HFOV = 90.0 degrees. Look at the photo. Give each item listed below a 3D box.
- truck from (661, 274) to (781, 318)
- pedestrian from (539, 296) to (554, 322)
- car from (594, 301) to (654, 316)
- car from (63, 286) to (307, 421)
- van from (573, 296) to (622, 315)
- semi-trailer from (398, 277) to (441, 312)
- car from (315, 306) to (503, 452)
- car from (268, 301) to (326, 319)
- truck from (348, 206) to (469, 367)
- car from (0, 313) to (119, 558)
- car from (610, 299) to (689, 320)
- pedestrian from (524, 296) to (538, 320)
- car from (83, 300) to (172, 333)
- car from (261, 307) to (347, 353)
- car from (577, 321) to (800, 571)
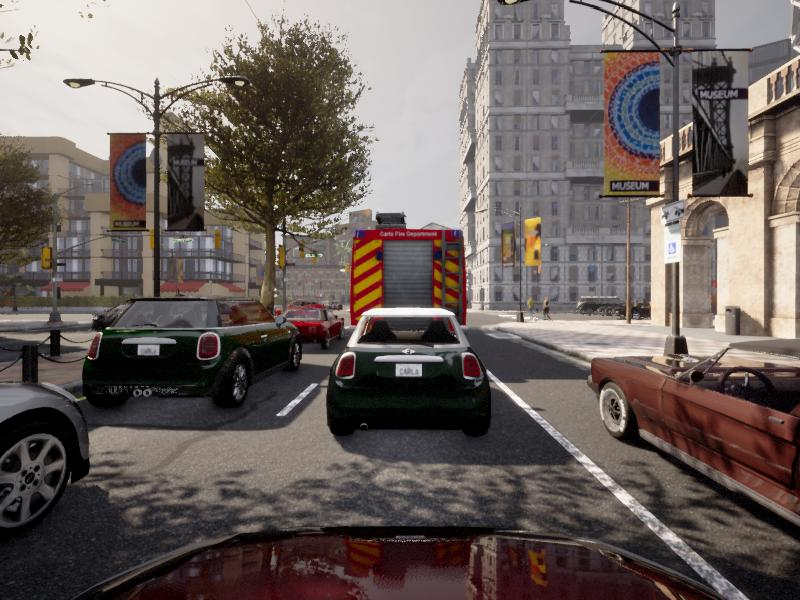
[{"bbox_3d":[28.790,-0.321,36.120,8.468,3.827,2.891,0,0,1],"label":"truck"},{"bbox_3d":[10.772,0.637,29.439,0.751,1.860,0.751,0,0,-11],"label":"pedestrian"},{"bbox_3d":[22.181,0.844,39.726,4.892,1.490,1.837,0,0,1],"label":"car"},{"bbox_3d":[-3.355,0.694,7.527,2.097,1.767,4.553,0,0,1],"label":"car"},{"bbox_3d":[21.300,0.599,43.240,4.442,1.987,1.775,0,0,1],"label":"van"},{"bbox_3d":[2.403,-0.618,57.545,2.717,4.402,14.254,0,0,-12],"label":"semi-trailer"},{"bbox_3d":[0.119,0.853,6.110,1.970,1.475,3.806,0,0,1],"label":"car"},{"bbox_3d":[-9.002,0.829,35.104,4.514,1.525,2.007,0,0,-36],"label":"car"},{"bbox_3d":[0.274,-0.321,13.781,2.891,3.827,8.468,0,0,1],"label":"truck"},{"bbox_3d":[-3.473,0.853,1.600,1.970,1.475,3.806,0,0,1],"label":"car"},{"bbox_3d":[20.355,0.770,32.760,5.238,1.638,1.930,0,0,1],"label":"car"},{"bbox_3d":[10.427,0.637,31.834,0.751,1.860,0.751,0,0,-9],"label":"pedestrian"},{"bbox_3d":[-14.810,0.823,22.146,2.038,1.542,4.974,0,0,-8],"label":"car"},{"bbox_3d":[-3.218,0.944,14.445,1.895,1.301,4.718,0,0,1],"label":"car"},{"bbox_3d":[3.308,0.938,3.058,1.895,1.301,4.718,0,0,1],"label":"car"}]
